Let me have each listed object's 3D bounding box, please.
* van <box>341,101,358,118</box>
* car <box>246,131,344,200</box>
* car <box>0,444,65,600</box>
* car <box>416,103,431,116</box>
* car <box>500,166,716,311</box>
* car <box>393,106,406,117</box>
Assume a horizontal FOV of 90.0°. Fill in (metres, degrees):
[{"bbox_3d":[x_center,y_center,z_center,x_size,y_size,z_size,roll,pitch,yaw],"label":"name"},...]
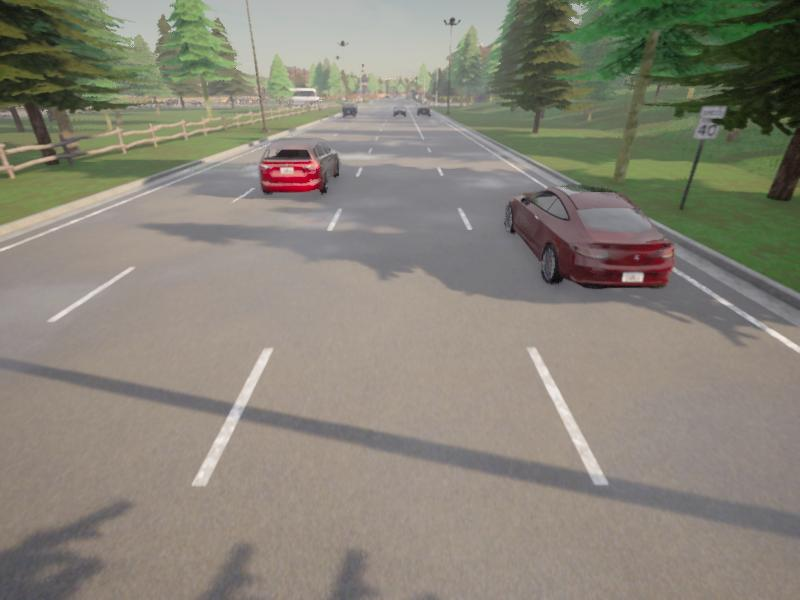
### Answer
[{"bbox_3d":[-7.020,-26.899,56.506,1.775,1.987,4.442,0,27,0],"label":"van"},{"bbox_3d":[-3.512,-5.006,14.483,2.242,1.667,4.611,0,27,0],"label":"car"},{"bbox_3d":[-3.504,2.332,0.327,1.930,1.638,5.238,0,28,0],"label":"car"},{"bbox_3d":[3.480,-28.645,60.152,1.930,1.638,5.238,0,27,0],"label":"car"},{"bbox_3d":[3.496,-1.547,7.973,1.812,1.442,4.674,0,27,0],"label":"car"},{"bbox_3d":[-0.019,-28.236,59.771,1.895,1.301,4.718,0,27,0],"label":"car"}]
